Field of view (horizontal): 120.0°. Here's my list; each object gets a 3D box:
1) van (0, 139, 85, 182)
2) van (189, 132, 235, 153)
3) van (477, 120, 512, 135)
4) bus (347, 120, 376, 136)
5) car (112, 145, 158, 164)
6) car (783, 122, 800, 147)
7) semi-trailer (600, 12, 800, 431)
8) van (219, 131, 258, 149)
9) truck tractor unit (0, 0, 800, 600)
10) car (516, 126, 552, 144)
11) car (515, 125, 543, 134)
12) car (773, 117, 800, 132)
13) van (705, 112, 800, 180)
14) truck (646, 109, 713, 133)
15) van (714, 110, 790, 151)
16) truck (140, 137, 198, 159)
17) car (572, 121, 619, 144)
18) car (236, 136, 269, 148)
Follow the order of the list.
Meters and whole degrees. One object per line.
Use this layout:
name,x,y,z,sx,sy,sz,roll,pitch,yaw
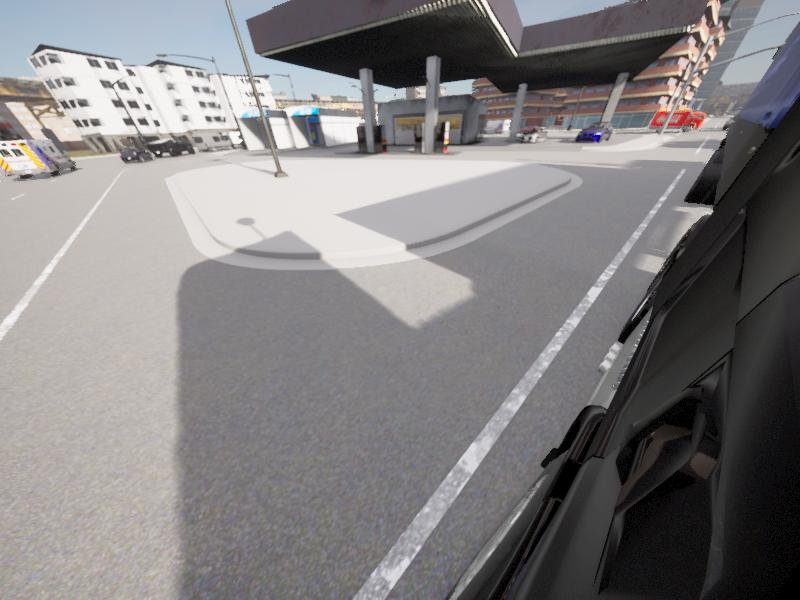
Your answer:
van,-29.950,-11.727,19.136,2.351,2.431,6.366,-24,42,-25
van,-31.156,-26.437,38.692,1.988,2.561,5.915,3,37,8
van,20.549,-37.892,50.730,2.351,2.431,6.366,-31,45,-32
bus,-13.372,-59.140,79.637,3.944,4.253,10.273,-31,45,-32
car,-30.258,-16.715,26.539,1.845,1.501,3.633,-14,38,-14
car,29.901,-11.905,16.500,4.718,1.301,1.895,-30,45,-31
semi-trailer,8.554,-3.707,4.353,14.254,4.402,2.717,-30,45,-31
van,-31.986,-31.953,46.084,1.988,2.561,5.915,11,39,18
truck tractor unit,2.645,-0.295,0.352,6.516,4.208,3.053,-28,44,-30
car,15.581,-19.149,26.810,3.806,1.475,1.970,-30,45,-31
car,25.884,-34.227,46.396,1.994,1.385,4.181,-30,45,-32
car,45.192,-19.140,25.152,1.895,1.301,4.718,-29,44,-31
van,15.439,-6.689,9.877,4.480,2.038,2.069,-29,44,-32
truck,38.009,-24.490,31.714,5.204,2.467,2.627,29,47,33
van,24.793,-12.110,16.466,4.480,2.038,2.069,-31,45,-31
truck,-31.730,-21.218,32.152,2.390,2.098,6.274,-6,37,-4
car,20.002,-17.168,23.625,4.611,1.667,2.242,-30,45,-31
car,-28.743,-30.891,45.212,1.930,1.638,5.238,11,39,18
